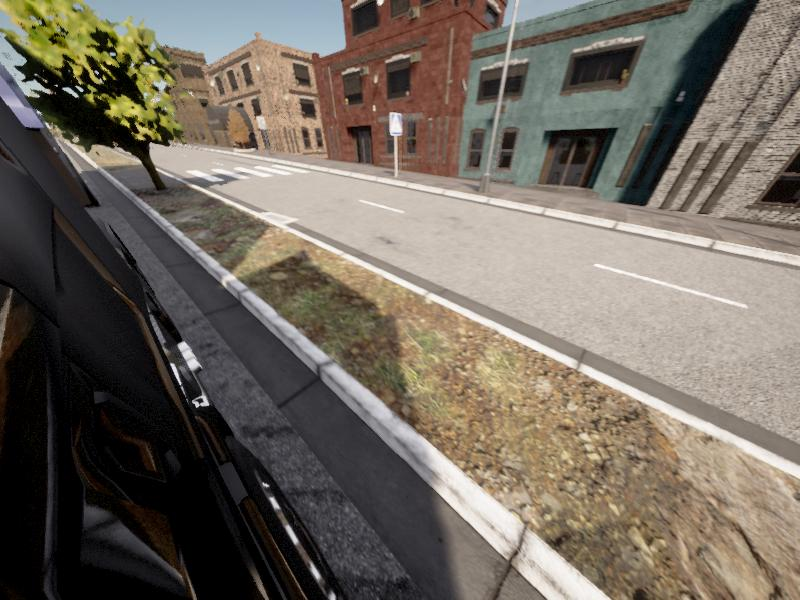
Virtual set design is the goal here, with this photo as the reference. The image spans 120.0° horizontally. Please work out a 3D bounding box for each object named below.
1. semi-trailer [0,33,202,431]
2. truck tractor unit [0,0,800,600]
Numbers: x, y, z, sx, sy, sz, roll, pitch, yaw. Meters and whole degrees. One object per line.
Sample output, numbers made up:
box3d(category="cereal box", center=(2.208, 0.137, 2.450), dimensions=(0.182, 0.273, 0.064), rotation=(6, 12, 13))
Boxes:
box3d(category="semi-trailer", center=(-8.744, -3.541, 4.229), dimensions=(14.254, 4.402, 2.717), rotation=(27, 43, 30))
box3d(category="truck tractor unit", center=(-2.645, -0.295, 0.351), dimensions=(6.516, 4.208, 3.053), rotation=(28, 44, 30))
